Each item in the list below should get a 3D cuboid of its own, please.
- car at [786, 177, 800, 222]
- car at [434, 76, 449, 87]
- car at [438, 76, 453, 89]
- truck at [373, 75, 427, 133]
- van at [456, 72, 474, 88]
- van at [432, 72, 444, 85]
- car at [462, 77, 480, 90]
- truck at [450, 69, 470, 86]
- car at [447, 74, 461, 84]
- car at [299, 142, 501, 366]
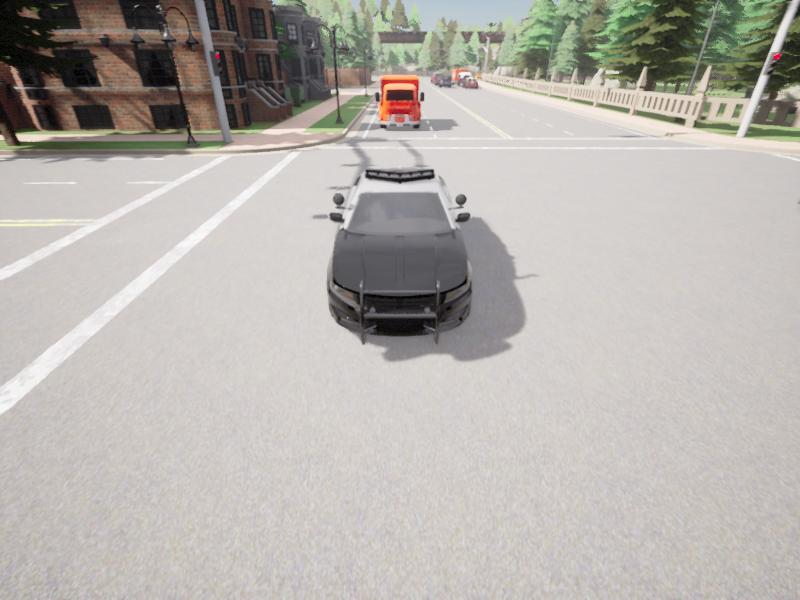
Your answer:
[{"bbox_3d":[11.069,-2.050,8.123,4.181,1.385,1.994,17,35,27],"label":"car"},{"bbox_3d":[6.987,-37.182,68.020,2.033,1.411,5.357,0,30,0],"label":"car"},{"bbox_3d":[6.988,-33.855,62.135,1.851,1.617,3.988,0,30,0],"label":"car"},{"bbox_3d":[-0.004,-11.204,22.613,2.627,2.467,5.204,0,32,0],"label":"truck"},{"bbox_3d":[10.486,-35.681,64.820,2.069,2.038,4.480,0,30,0],"label":"van"},{"bbox_3d":[6.983,-41.030,73.998,1.775,1.987,4.442,0,30,0],"label":"van"},{"bbox_3d":[10.488,-32.277,59.572,1.970,1.475,3.806,0,30,0],"label":"car"},{"bbox_3d":[10.488,-39.376,70.698,2.627,2.467,5.204,0,30,0],"label":"truck"},{"bbox_3d":[10.482,-42.806,77.382,2.033,1.649,4.856,0,30,0],"label":"car"},{"bbox_3d":[-0.001,-1.263,6.511,1.930,1.638,5.238,0,31,0],"label":"car"}]
